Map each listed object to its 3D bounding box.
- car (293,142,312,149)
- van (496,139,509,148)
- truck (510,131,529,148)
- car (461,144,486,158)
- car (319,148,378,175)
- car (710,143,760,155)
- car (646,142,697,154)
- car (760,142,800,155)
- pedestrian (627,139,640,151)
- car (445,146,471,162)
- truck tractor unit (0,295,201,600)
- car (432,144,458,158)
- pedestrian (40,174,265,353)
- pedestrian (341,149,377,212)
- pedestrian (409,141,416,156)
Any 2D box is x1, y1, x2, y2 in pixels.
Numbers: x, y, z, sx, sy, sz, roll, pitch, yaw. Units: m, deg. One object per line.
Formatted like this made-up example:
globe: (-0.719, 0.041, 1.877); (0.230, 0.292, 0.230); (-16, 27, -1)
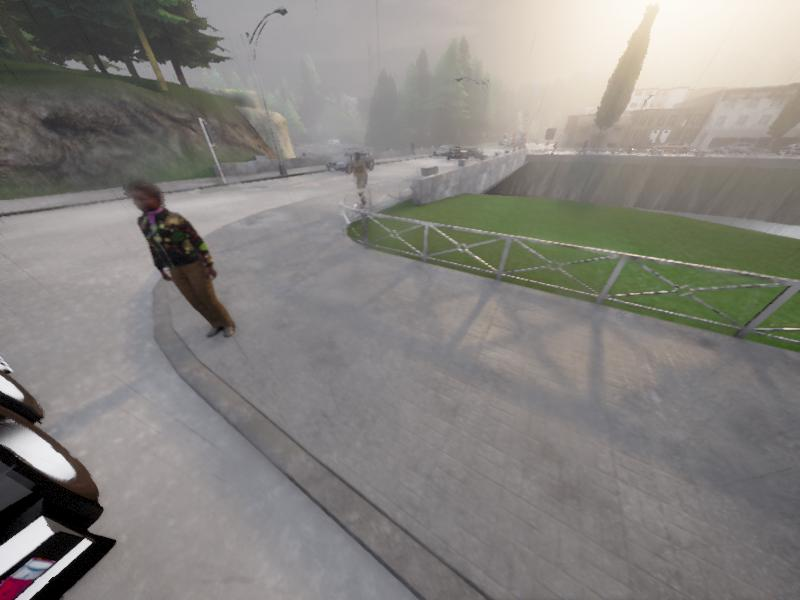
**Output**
car: (-29.796, -47.245, 70.675); (1.930, 1.638, 5.238); (18, 39, 25)
van: (29.524, -45.019, 66.506); (2.069, 2.038, 4.480); (18, 39, 25)
truck: (33.873, -45.495, 65.570); (2.891, 3.827, 8.468); (18, 39, 25)
car: (10.847, -22.023, 34.148); (2.038, 1.542, 4.974); (18, 39, 25)
car: (-4.190, -11.884, 19.637); (2.242, 1.667, 4.611); (18, 39, 25)
car: (52.374, -23.739, 36.217); (3.806, 1.475, 1.970); (18, 39, 25)
car: (45.966, -25.915, 39.281); (5.027, 1.651, 2.152); (18, 39, 25)
car: (57.663, -22.060, 33.607); (5.238, 1.638, 1.930); (18, 39, 25)
pedestrian: (45.125, -29.940, 44.632); (0.751, 1.860, 0.751); (-5, 35, -7)
car: (7.503, -18.730, 29.508); (1.816, 1.474, 4.193); (18, 39, 25)
truck tractor unit: (-5.161, -0.248, 0.712); (6.516, 4.208, 3.053); (16, 38, 22)
car: (6.854, -22.622, 34.965); (2.033, 1.649, 4.856); (19, 39, 25)
pedestrian: (-2.415, -0.330, 2.629); (0.751, 1.860, 0.751); (0, 35, 1)
pedestrian: (-1.418, -4.262, 8.266); (0.751, 1.860, 0.751); (20, 40, 27)
pedestrian: (1.967, -23.612, 36.009); (0.751, 1.860, 0.751); (28, 44, 34)
